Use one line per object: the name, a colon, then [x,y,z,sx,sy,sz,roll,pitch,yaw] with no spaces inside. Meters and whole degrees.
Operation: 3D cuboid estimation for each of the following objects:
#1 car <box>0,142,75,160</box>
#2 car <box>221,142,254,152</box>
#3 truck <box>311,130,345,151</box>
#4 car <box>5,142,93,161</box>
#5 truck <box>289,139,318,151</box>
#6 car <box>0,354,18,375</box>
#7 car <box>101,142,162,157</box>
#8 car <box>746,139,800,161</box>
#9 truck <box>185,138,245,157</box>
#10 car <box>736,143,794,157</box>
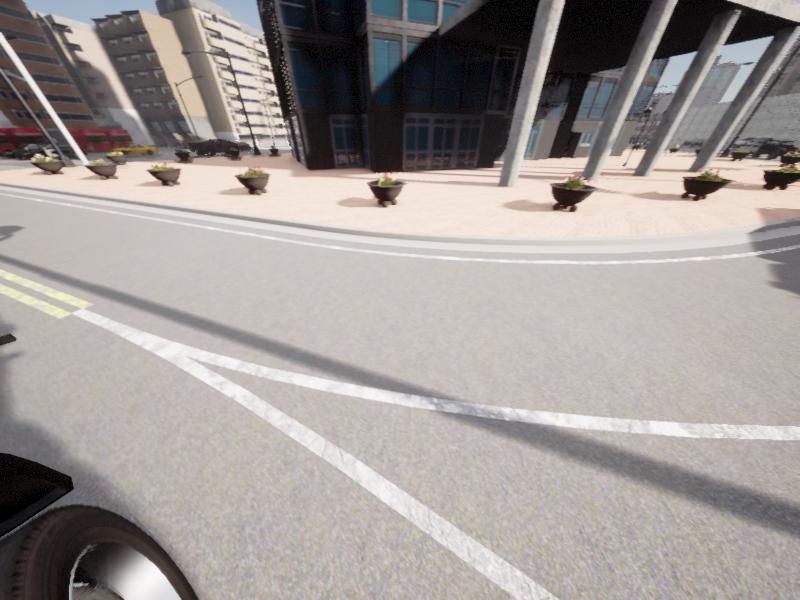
car: [-44.031,-17.982,27.817,1.930,1.638,5.238,11,36,15]
car: [-32.231,-30.589,46.061,2.033,1.649,4.856,12,36,16]
truck: [-16.796,-38.069,55.076,2.891,3.827,8.468,12,36,16]
car: [-40.658,-17.428,27.051,1.930,1.638,5.238,12,37,16]
truck: [-21.866,-35.291,52.538,2.390,2.098,6.274,12,36,16]
car: [-7.253,0.197,2.270,4.974,1.542,2.038,13,37,17]
car: [-38.026,-21.513,32.977,1.801,1.575,5.366,12,36,16]
car: [42.534,-16.929,25.966,1.905,1.878,3.866,13,38,18]
truck: [-26.585,-22.159,33.551,2.390,2.098,6.274,12,36,17]
car: [48.693,-20.167,31.022,1.895,1.301,4.718,13,38,17]
